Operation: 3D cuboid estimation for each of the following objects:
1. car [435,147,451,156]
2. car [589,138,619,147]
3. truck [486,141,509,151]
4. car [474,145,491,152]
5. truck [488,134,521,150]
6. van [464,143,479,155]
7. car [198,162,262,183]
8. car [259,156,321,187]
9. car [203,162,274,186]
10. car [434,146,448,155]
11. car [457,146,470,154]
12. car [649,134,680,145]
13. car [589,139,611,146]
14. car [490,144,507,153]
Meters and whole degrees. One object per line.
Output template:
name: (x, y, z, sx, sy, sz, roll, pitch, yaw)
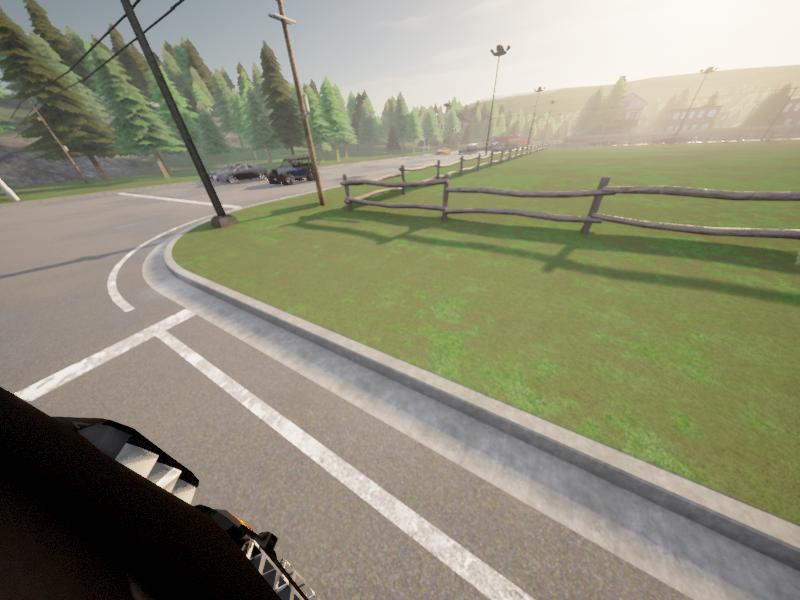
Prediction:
car: (10.618, -36.638, 56.949, 1.882, 1.535, 5.008, 16, 38, 27)
car: (52.366, -40.553, 59.453, 5.238, 1.638, 1.930, 16, 38, 26)
truck: (28.642, -45.220, 67.944, 6.274, 2.098, 2.390, -18, 36, -21)
car: (26.242, -48.298, 73.465, 5.027, 1.651, 2.152, -19, 37, -22)
truck: (32.076, -48.677, 71.318, 8.468, 3.827, 2.891, -9, 34, -9)
van: (16.598, -35.072, 53.638, 2.069, 2.038, 4.480, 16, 40, 27)
car: (-17.459, -13.283, 24.011, 1.837, 1.490, 4.892, 16, 37, 26)
car: (-8.757, -10.506, 18.777, 1.905, 1.878, 3.866, 16, 38, 26)
car: (-14.932, -11.928, 21.753, 2.128, 1.511, 4.902, 16, 38, 26)
car: (11.241, -41.019, 63.195, 1.932, 1.855, 4.605, 20, 40, 30)
car: (16.192, -38.167, 58.860, 1.816, 1.474, 4.193, 16, 38, 27)
car: (59.695, -36.291, 52.242, 3.866, 1.878, 1.905, 16, 38, 26)
car: (53.764, -42.329, 62.160, 4.193, 1.474, 1.816, 16, 38, 26)
car: (24.937, -38.454, 58.554, 2.242, 1.667, 4.611, 22, 41, 33)
